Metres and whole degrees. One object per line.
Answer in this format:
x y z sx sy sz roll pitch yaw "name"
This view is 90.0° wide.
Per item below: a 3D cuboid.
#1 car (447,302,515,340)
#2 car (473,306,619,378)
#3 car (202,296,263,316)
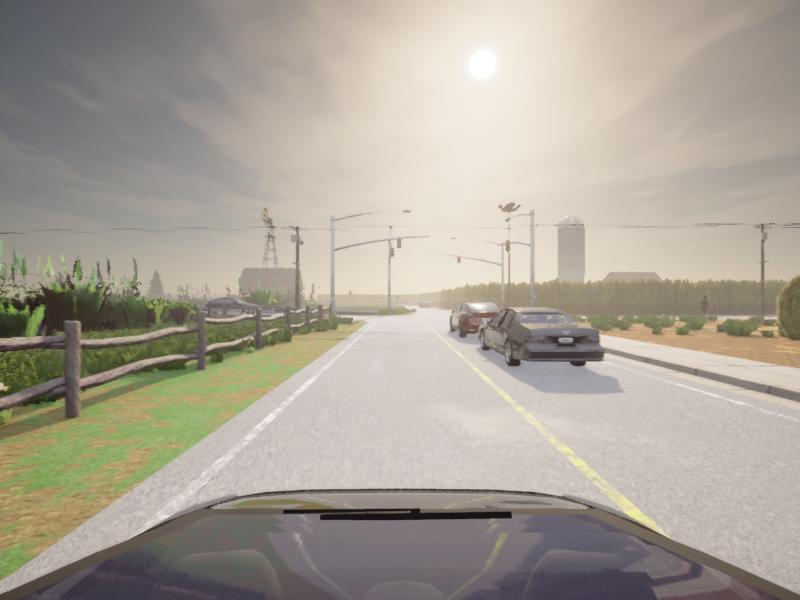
3.494 0.858 18.309 2.163 1.488 4.792 0 0 0 "car"
3.497 0.899 10.937 2.033 1.411 5.357 0 0 0 "car"
-14.809 0.525 35.491 4.674 1.442 1.812 3 0 3 "car"
